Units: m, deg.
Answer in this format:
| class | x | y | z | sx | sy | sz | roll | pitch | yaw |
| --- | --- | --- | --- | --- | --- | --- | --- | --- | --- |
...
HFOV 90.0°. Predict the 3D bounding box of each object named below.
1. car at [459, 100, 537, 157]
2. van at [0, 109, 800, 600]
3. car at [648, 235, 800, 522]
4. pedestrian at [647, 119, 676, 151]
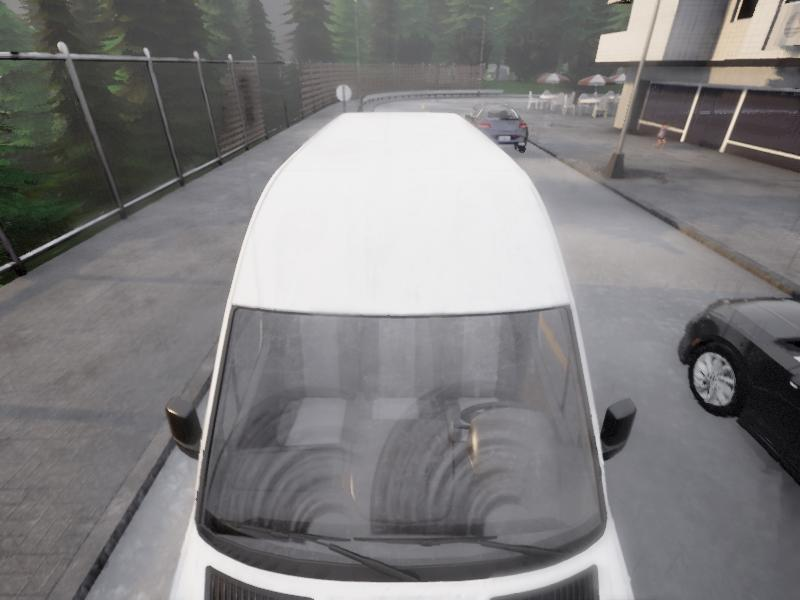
| class | x | y | z | sx | sy | sz | roll | pitch | yaw |
| --- | --- | --- | --- | --- | --- | --- | --- | --- | --- |
| car | 3.989 | -7.553 | 17.323 | 2.152 | 1.651 | 5.027 | 0 | 30 | 0 |
| van | -0.001 | 0.041 | 3.430 | 1.988 | 2.561 | 5.915 | 0 | 30 | 0 |
| car | 3.995 | 1.195 | 2.483 | 1.837 | 1.490 | 4.892 | 0 | 30 | 0 |
| pedestrian | 10.483 | -6.622 | 16.044 | 0.500 | 1.100 | 0.500 | -13 | 33 | -22 |
